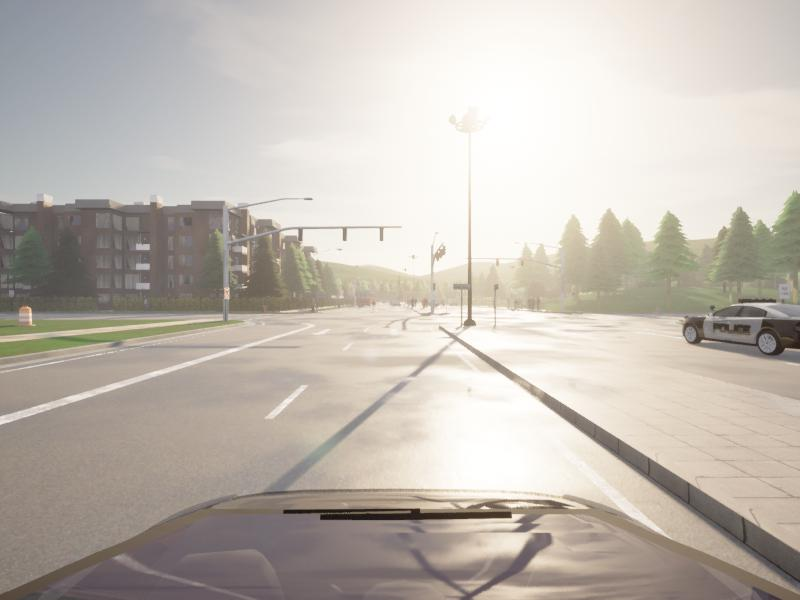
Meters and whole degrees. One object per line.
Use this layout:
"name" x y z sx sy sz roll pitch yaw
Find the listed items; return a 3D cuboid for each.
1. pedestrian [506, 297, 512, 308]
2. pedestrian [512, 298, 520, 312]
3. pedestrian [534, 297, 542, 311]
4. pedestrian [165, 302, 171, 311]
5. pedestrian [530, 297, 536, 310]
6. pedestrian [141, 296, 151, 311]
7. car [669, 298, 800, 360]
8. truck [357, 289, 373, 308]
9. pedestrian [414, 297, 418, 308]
"pedestrian" 18.904 0.473 69.588 0.751 1.860 0.751 0 0 -4
"pedestrian" 15.334 0.637 52.773 0.751 1.860 0.751 0 0 -3
"pedestrian" 18.624 0.473 53.936 0.751 1.860 0.751 0 0 -37
"pedestrian" -29.418 0.865 50.710 0.500 1.100 0.500 0 0 0
"pedestrian" 18.081 0.473 54.418 0.751 1.860 0.751 0 0 15
"pedestrian" -31.914 0.485 50.302 0.751 1.860 0.751 0 0 12
"car" 11.476 0.771 13.033 1.930 1.638 5.238 0 0 0
"truck" -7.736 -0.325 88.649 2.891 3.827 8.468 0 0 -1
"pedestrian" 2.782 0.485 70.951 0.751 1.860 0.751 0 0 2
